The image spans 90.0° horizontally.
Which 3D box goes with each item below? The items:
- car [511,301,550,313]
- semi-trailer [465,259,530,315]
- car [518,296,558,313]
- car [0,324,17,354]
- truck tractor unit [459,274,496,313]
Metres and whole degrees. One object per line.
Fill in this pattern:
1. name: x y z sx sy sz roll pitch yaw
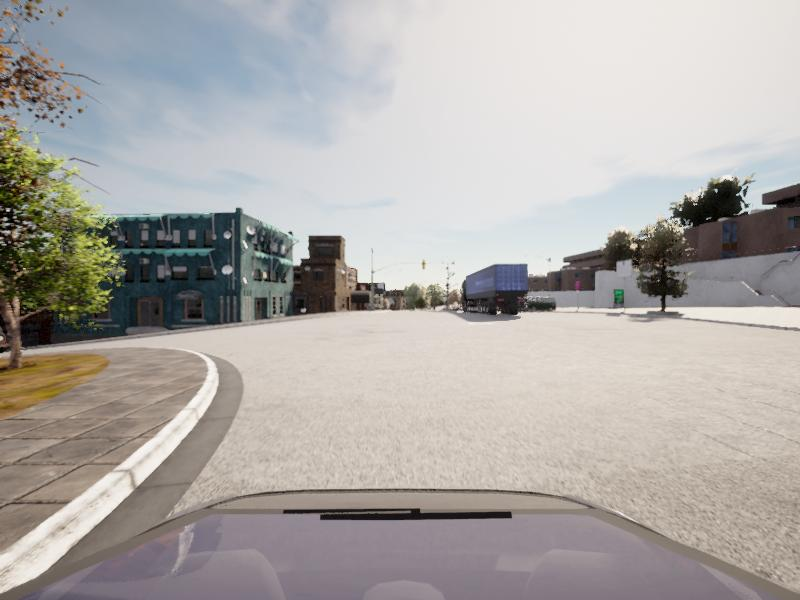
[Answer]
1. car: 16.951 0.884 52.003 4.674 1.452 2.002 1 -2 -20
2. semi-trailer: 8.861 -0.870 38.706 2.717 4.402 14.254 0 -1 0
3. car: 16.847 0.546 48.986 4.442 1.987 1.878 1 -1 -20
4. car: -28.047 2.768 26.312 3.866 1.878 1.905 -6 0 6
5. truck tractor unit: 8.880 -0.629 46.624 3.053 4.208 6.516 0 -1 0
